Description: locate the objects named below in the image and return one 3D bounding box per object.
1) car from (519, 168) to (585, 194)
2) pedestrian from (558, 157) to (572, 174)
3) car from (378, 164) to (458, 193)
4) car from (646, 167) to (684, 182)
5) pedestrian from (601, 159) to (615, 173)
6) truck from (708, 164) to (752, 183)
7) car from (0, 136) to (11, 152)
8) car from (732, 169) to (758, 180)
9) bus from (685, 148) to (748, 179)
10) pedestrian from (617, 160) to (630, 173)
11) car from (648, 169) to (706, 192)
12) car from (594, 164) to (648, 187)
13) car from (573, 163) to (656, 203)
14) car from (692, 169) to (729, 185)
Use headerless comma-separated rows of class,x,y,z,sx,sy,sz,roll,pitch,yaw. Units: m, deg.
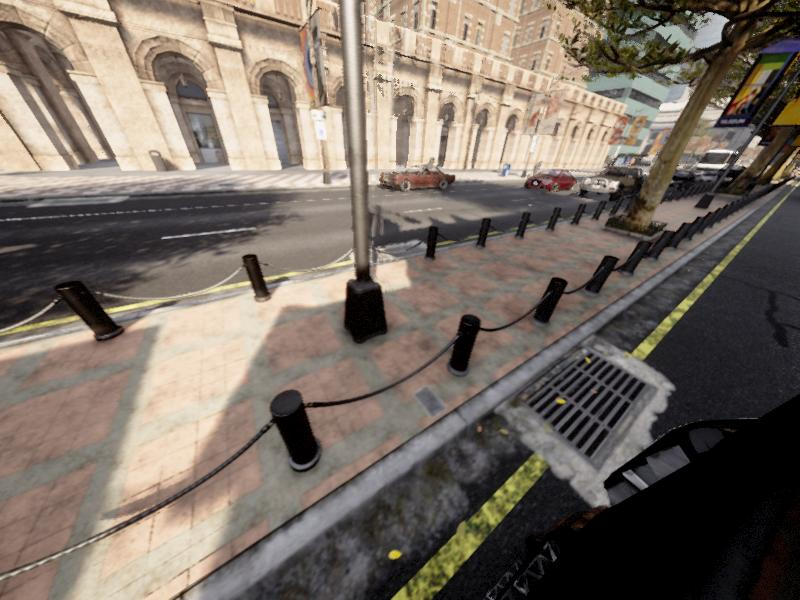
car,11.025,-8.713,16.743,4.181,1.385,1.994,-18,39,-28
pedestrian,21.961,-17.902,30.706,0.751,1.860,0.751,29,42,34
car,1.160,-7.674,14.458,4.718,1.301,1.895,-18,39,-28
car,33.824,-16.031,29.466,4.892,1.490,1.837,-17,39,-28
pedestrian,33.988,-21.909,37.699,0.751,1.860,0.751,-10,36,-19
truck,49.291,-18.917,34.488,6.274,2.098,2.390,-18,39,-28
car,-41.284,-15.113,22.197,2.163,1.488,4.792,-18,39,-28
car,64.510,-23.560,43.158,5.366,1.575,1.801,-18,39,-28
bus,56.784,-24.401,41.403,10.273,4.253,3.944,-18,39,-28
pedestrian,37.635,-22.493,38.866,0.751,1.860,0.751,-19,40,-30
car,25.655,-11.139,21.418,4.902,1.511,2.128,-18,39,-28
car,21.585,-12.182,22.575,4.856,1.649,2.033,-18,39,-28
car,13.410,-7.386,14.469,4.605,1.855,1.932,-17,39,-28
car,38.234,-15.153,28.454,3.633,1.501,1.845,-18,39,-28
